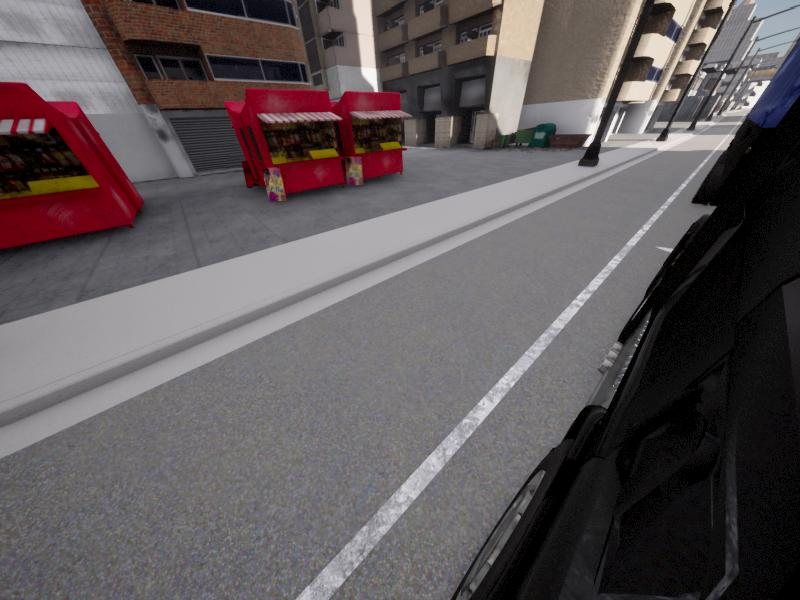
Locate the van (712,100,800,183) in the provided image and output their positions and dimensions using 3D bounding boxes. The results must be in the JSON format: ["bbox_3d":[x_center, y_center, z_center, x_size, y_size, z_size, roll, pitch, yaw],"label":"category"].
[{"bbox_3d":[16.399,-6.998,9.958,6.366,2.431,2.351,-28,44,-30],"label":"van"}]

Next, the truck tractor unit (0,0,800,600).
[{"bbox_3d":[2.645,-0.295,0.351,6.516,4.208,3.053,-28,44,-30],"label":"truck tractor unit"}]

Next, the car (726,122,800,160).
[{"bbox_3d":[22.056,-9.672,13.940,4.902,1.511,2.128,-28,44,-30],"label":"car"}]

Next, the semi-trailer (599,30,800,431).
[{"bbox_3d":[8.635,-3.647,4.289,14.254,4.402,2.717,-29,44,-30],"label":"semi-trailer"}]
